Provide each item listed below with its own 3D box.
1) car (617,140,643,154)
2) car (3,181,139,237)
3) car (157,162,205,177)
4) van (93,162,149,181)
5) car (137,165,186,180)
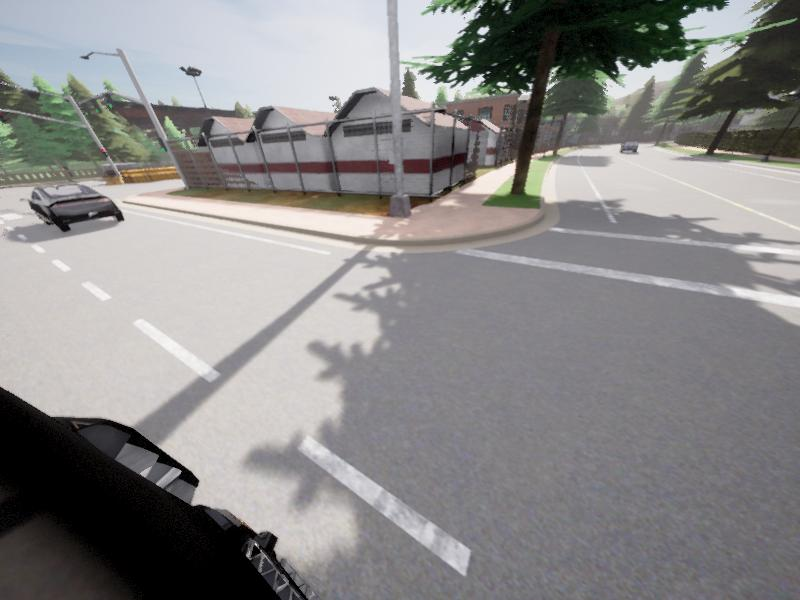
[{"bbox_3d":[33.447,-22.365,33.747,2.033,1.411,5.357,20,40,30],"label":"car"},{"bbox_3d":[-13.877,-4.022,9.762,4.902,1.511,2.128,15,38,25],"label":"car"},{"bbox_3d":[-34.427,-20.627,36.448,2.128,1.511,4.902,14,37,24],"label":"car"},{"bbox_3d":[-40.238,-18.656,33.501,1.775,1.987,4.442,14,37,24],"label":"van"},{"bbox_3d":[-33.115,-17.829,32.250,1.994,1.385,4.181,14,37,24],"label":"car"}]
